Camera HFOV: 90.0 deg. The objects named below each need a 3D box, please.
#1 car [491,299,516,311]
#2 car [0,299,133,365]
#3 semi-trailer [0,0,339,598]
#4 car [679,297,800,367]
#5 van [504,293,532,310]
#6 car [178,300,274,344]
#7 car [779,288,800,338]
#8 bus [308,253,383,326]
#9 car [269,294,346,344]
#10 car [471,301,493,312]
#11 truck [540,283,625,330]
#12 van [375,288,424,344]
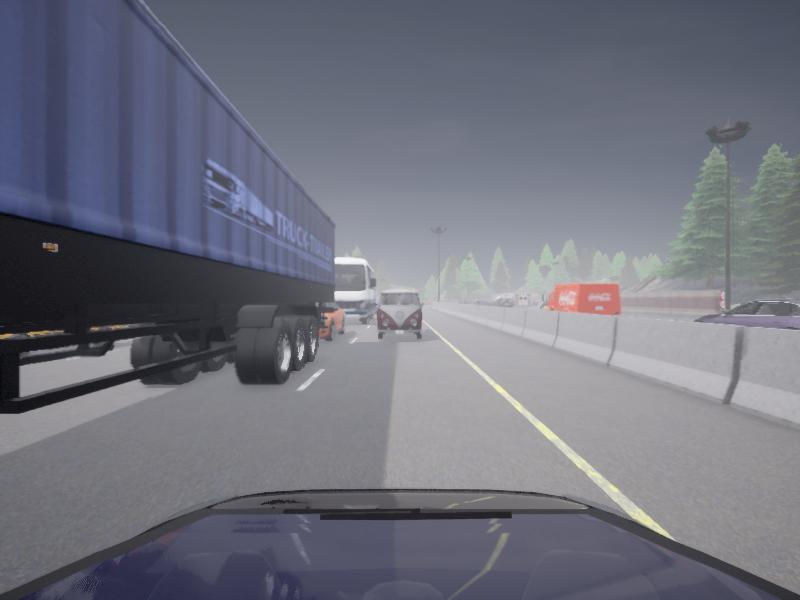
[{"bbox_3d":[13.885,0.637,53.880,2.242,1.667,4.611,0,0,0],"label":"car"},{"bbox_3d":[-10.507,0.774,11.697,1.801,1.575,5.366,0,0,0],"label":"car"},{"bbox_3d":[-3.450,-0.634,6.169,2.717,4.402,14.254,0,0,0],"label":"semi-trailer"},{"bbox_3d":[10.491,0.751,11.161,2.033,1.649,4.856,0,0,0],"label":"car"},{"bbox_3d":[17.381,0.246,59.342,2.351,2.431,6.366,0,0,0],"label":"van"},{"bbox_3d":[-7.018,0.784,16.821,1.882,1.535,5.008,0,0,0],"label":"car"},{"bbox_3d":[17.487,0.537,14.505,2.150,2.045,5.566,0,0,0],"label":"car"},{"bbox_3d":[-3.427,-0.598,28.470,3.944,4.253,10.273,0,0,0],"label":"bus"},{"bbox_3d":[-3.515,0.657,16.186,2.097,1.767,4.553,0,0,0],"label":"car"},{"bbox_3d":[10.393,0.794,51.128,1.994,1.385,4.181,0,0,0],"label":"car"},{"bbox_3d":[10.464,0.307,23.548,2.627,2.467,5.204,0,0,0],"label":"truck"},{"bbox_3d":[-0.017,0.558,16.626,1.775,1.987,4.442,0,0,0],"label":"van"}]
